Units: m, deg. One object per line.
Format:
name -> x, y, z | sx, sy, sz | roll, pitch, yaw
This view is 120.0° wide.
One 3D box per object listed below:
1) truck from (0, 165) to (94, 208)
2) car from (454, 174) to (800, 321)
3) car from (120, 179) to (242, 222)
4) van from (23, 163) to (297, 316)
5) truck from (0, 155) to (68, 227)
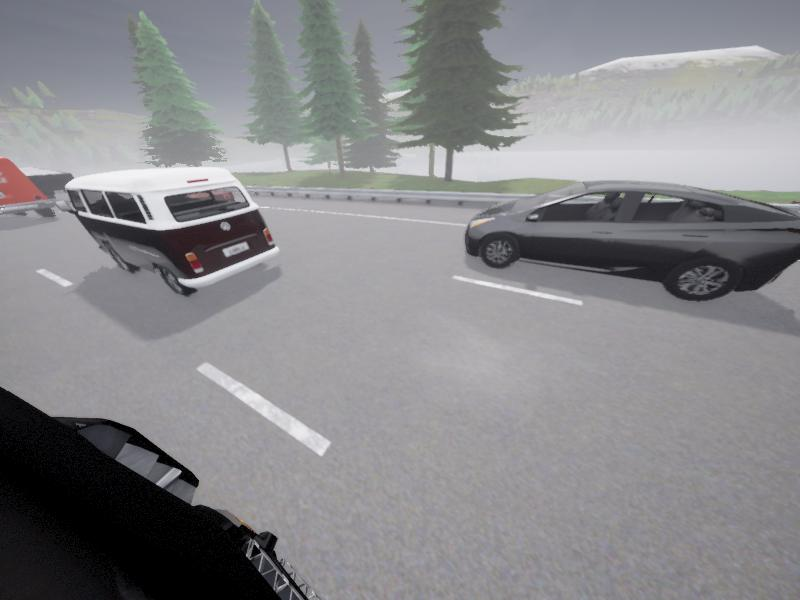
truck -> -24.436, -7.567, 15.304 | 6.274, 2.098, 2.390 | 9, 35, 17
car -> 3.618, -1.396, 4.388 | 4.514, 1.525, 2.007 | 16, 38, 25
car -> -9.851, -4.601, 10.450 | 4.718, 1.301, 1.895 | 12, 36, 21
van -> -4.875, -1.622, 4.918 | 4.480, 2.038, 2.069 | 14, 37, 24
truck -> -18.944, -4.773, 10.311 | 5.204, 2.467, 2.627 | 9, 35, 20
